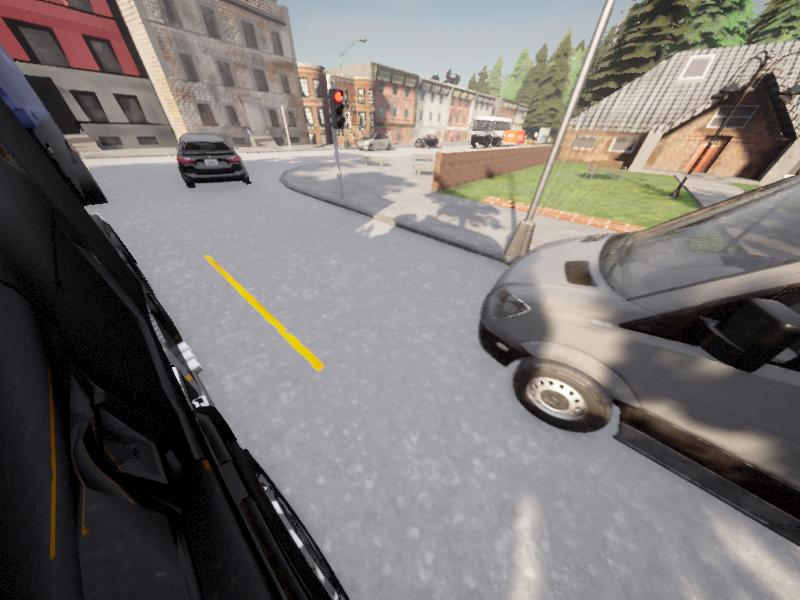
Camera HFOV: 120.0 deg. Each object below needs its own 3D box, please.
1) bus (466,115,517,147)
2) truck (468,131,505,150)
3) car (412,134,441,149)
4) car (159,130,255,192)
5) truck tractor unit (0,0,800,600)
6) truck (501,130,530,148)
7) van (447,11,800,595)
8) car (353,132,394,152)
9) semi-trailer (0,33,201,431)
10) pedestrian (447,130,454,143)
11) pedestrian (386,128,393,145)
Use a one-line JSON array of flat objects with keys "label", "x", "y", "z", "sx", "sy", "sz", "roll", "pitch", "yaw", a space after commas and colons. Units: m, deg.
[{"label": "bus", "x": 16.531, "y": -30.337, "z": 41.619, "sx": 3.944, "sy": 4.253, "sz": 10.273, "roll": 29, "pitch": 44, "yaw": 30}, {"label": "truck", "x": 12.892, "y": -23.573, "z": 34.163, "sx": 2.390, "sy": 2.098, "sz": 6.274, "roll": 29, "pitch": 44, "yaw": 31}, {"label": "car", "x": 3.466, "y": -20.808, "z": 30.332, "sx": 1.845, "sy": 1.501, "sz": 3.633, "roll": 29, "pitch": 44, "yaw": 30}, {"label": "car", "x": -8.078, "y": -6.143, "z": 9.915, "sx": 2.242, "sy": 1.667, "sz": 4.611, "roll": -20, "pitch": 43, "yaw": -27}, {"label": "truck tractor unit", "x": -2.645, "y": -0.295, "z": 0.351, "sx": 6.516, "sy": 4.208, "sz": 3.053, "roll": 28, "pitch": 44, "yaw": 30}, {"label": "truck", "x": 20.705, "y": -28.857, "z": 41.409, "sx": 2.627, "sy": 2.467, "sz": 5.204, "roll": 29, "pitch": 44, "yaw": 31}, {"label": "van", "x": 3.479, "y": 0.540, "z": 1.054, "sx": 5.915, "sy": 2.561, "sz": 1.988, "roll": 30, "pitch": 44, "yaw": 31}, {"label": "car", "x": -2.716, "y": -16.767, "z": 24.476, "sx": 1.851, "sy": 1.617, "sz": 3.988, "roll": 29, "pitch": 44, "yaw": 30}, {"label": "semi-trailer", "x": -8.647, "y": -3.648, "z": 4.266, "sx": 14.254, "sy": 4.402, "sz": 2.717, "roll": 29, "pitch": 44, "yaw": 30}, {"label": "pedestrian", "x": 9.322, "y": -30.287, "z": 42.854, "sx": 0.751, "sy": 1.860, "sz": 0.751, "roll": -28, "pitch": 47, "yaw": -35}, {"label": "pedestrian", "x": -1.441, "y": -22.297, "z": 31.500, "sx": 0.751, "sy": 1.860, "sz": 0.751, "roll": -27, "pitch": 46, "yaw": -33}]
